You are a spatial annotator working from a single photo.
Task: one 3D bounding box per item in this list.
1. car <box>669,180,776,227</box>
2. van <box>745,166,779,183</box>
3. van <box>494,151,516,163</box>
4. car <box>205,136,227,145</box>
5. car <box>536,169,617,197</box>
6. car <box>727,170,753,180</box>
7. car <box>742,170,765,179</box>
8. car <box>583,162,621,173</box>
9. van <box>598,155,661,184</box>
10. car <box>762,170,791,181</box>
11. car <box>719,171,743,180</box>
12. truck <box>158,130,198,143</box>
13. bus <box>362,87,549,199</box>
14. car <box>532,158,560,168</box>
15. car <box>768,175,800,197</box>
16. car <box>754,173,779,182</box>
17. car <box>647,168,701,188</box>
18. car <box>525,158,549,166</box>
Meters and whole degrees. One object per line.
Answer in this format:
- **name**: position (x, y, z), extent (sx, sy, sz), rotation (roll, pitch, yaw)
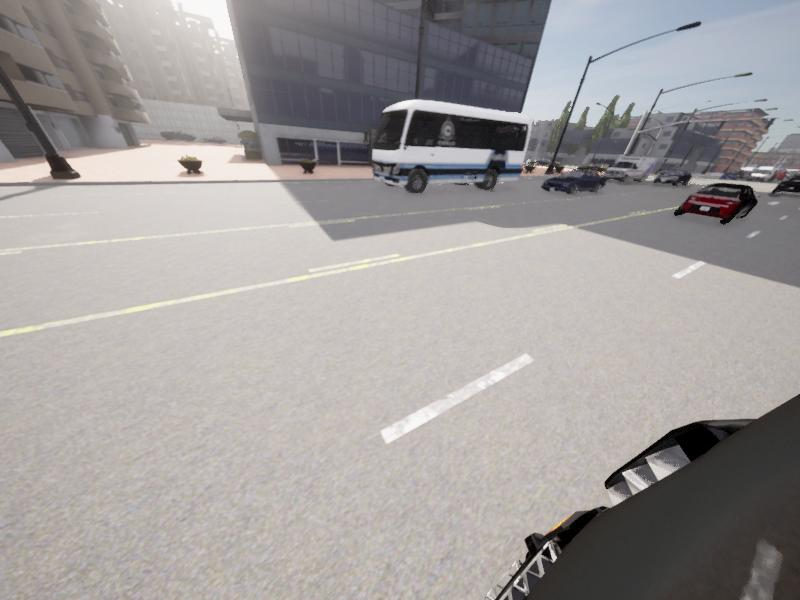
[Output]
- **car**: position (15.148, -4.663, 10.882), extent (4.193, 1.474, 1.816), rotation (-15, 38, -25)
- **van**: position (69.287, -24.026, 44.215), extent (5.915, 2.561, 1.988), rotation (-15, 37, -26)
- **van**: position (29.466, -40.414, 65.303), extent (1.988, 2.561, 5.915), rotation (-7, 35, -16)
- **car**: position (-44.915, -39.030, 56.587), extent (3.806, 1.475, 1.970), rotation (-14, 37, -25)
- **car**: position (12.414, -8.314, 16.251), extent (5.357, 1.411, 2.033), rotation (-15, 38, -25)
- **car**: position (73.503, -26.989, 49.924), extent (5.238, 1.638, 1.930), rotation (-15, 38, -25)
- **car**: position (85.110, -30.205, 55.640), extent (5.008, 1.535, 1.882), rotation (-16, 38, -24)
- **car**: position (41.177, -27.131, 47.220), extent (2.033, 1.411, 5.357), rotation (-14, 37, -26)
- **van**: position (25.624, -14.590, 25.838), extent (6.366, 2.431, 2.351), rotation (-15, 38, -26)
- **car**: position (84.323, -27.947, 51.763), extent (5.566, 2.045, 2.150), rotation (-16, 38, -25)
- **car**: position (66.905, -25.163, 46.700), extent (4.193, 1.474, 1.816), rotation (-15, 37, -26)
- **truck**: position (-53.272, -39.469, 55.743), extent (6.274, 2.098, 2.390), rotation (-14, 37, -25)
- **bus**: position (3.356, -9.147, 14.198), extent (10.273, 4.253, 3.944), rotation (-16, 38, -25)
- **car**: position (33.333, -31.372, 52.794), extent (1.882, 1.535, 5.008), rotation (-14, 37, -26)
- **car**: position (38.396, -11.083, 22.313), extent (5.238, 1.638, 1.930), rotation (-15, 38, -26)
- **car**: position (75.539, -25.208, 47.570), extent (4.674, 1.442, 1.812), rotation (-15, 38, -25)
- **car**: position (28.866, -12.874, 24.341), extent (4.902, 1.511, 2.128), rotation (-15, 38, -26)
- **car**: position (34.094, -34.499, 57.745), extent (2.007, 1.525, 4.514), rotation (-14, 37, -26)
